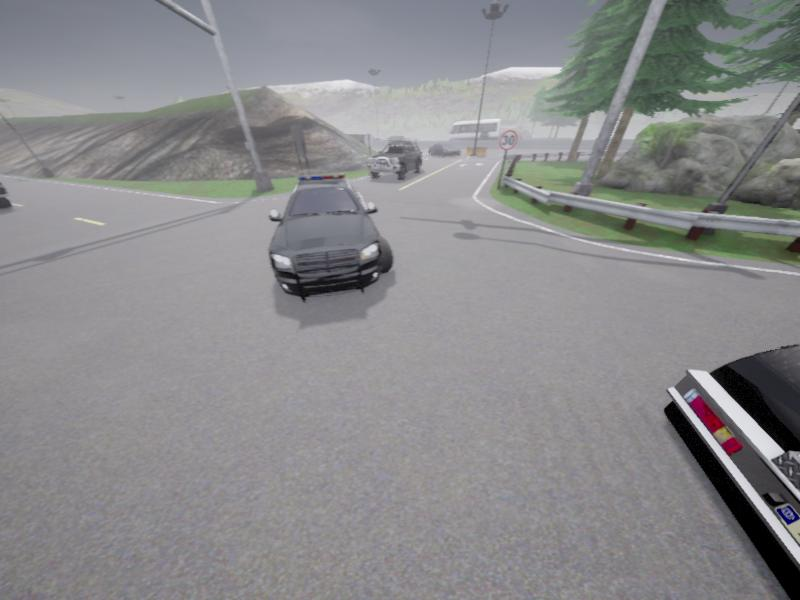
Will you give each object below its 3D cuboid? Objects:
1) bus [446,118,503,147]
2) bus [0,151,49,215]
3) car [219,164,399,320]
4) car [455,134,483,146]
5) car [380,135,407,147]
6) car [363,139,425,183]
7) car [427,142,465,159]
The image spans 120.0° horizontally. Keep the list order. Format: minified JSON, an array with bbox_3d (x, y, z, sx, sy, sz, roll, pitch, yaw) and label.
[{"bbox_3d":[15.091,-34.052,47.280,10.273,4.253,3.944,12,38,20],"label":"bus"},{"bbox_3d":[-20.796,-5.819,9.025,10.273,4.253,3.944,14,38,19],"label":"bus"},{"bbox_3d":[-1.597,-1.879,5.188,2.038,1.542,4.974,-9,36,-10],"label":"car"},{"bbox_3d":[15.242,-35.420,51.081,5.566,2.045,2.150,13,38,19],"label":"car"},{"bbox_3d":[-1.425,-34.930,50.840,5.566,2.045,2.150,13,38,19],"label":"car"},{"bbox_3d":[-0.121,-8.493,13.897,1.932,1.855,4.605,13,38,18],"label":"car"},{"bbox_3d":[5.275,-17.812,27.448,2.033,1.411,5.357,-13,37,-16],"label":"car"}]
